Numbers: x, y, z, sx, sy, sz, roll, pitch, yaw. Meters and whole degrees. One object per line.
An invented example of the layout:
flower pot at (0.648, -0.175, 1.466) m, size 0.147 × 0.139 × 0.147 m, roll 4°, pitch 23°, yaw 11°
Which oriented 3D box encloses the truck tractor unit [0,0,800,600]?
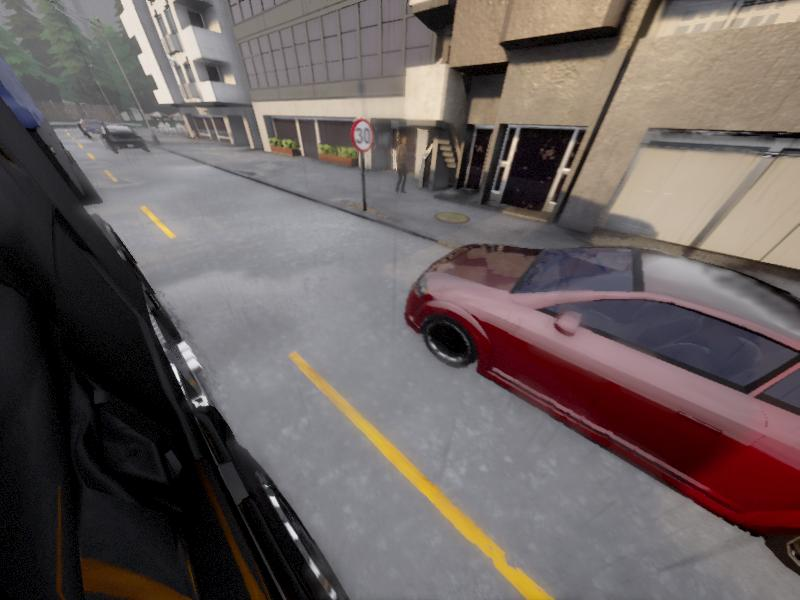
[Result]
truck tractor unit at (-2.645, -0.295, 0.352) m, size 6.516 × 4.208 × 3.053 m, roll 28°, pitch 44°, yaw 30°

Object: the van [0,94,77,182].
van at (-16.358, -6.945, 9.734) m, size 5.915 × 2.561 × 1.988 m, roll 28°, pitch 43°, yaw 30°

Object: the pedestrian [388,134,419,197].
pedestrian at (0.088, -4.896, 8.446) m, size 0.751 × 1.860 × 0.751 m, roll -23°, pitch 44°, yaw -30°

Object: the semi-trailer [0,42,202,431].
semi-trailer at (-8.696, -3.612, 4.222) m, size 14.254 × 4.402 × 2.717 m, roll 28°, pitch 44°, yaw 30°

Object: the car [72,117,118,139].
car at (-32.662, -18.428, 24.741) m, size 5.027 × 1.651 × 2.152 m, roll 28°, pitch 44°, yaw 30°

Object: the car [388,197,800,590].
car at (2.108, 0.262, 2.317) m, size 4.181 × 1.385 × 1.994 m, roll 28°, pitch 43°, yaw 29°

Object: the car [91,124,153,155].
car at (-19.814, -11.494, 16.446) m, size 4.892 × 1.490 × 1.837 m, roll 28°, pitch 44°, yaw 30°
